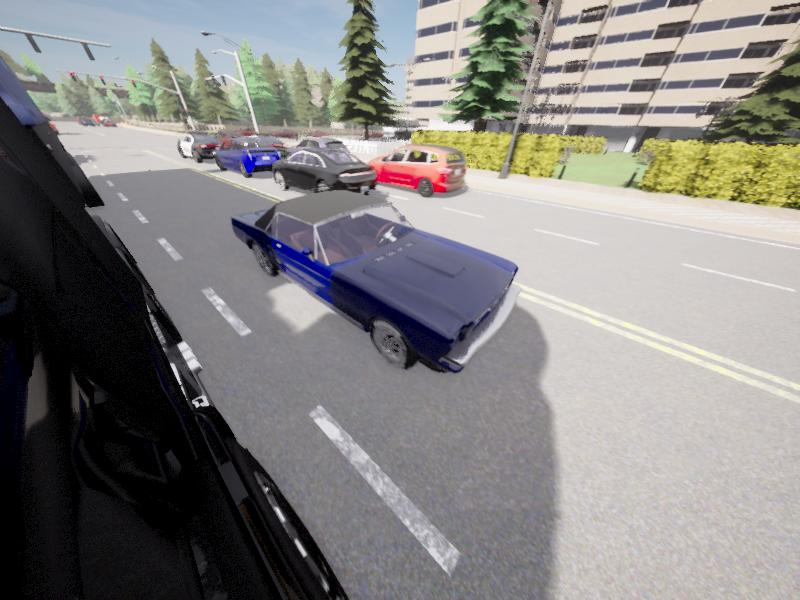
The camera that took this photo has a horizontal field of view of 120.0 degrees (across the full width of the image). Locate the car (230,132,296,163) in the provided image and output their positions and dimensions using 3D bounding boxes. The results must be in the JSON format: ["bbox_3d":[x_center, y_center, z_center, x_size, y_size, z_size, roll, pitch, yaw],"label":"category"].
[{"bbox_3d":[-10.149,-11.328,17.049,4.974,1.542,2.038,28,44,30],"label":"car"}]

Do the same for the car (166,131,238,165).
[{"bbox_3d":[-13.214,-10.215,15.392,4.974,1.542,2.038,28,44,30],"label":"car"}]

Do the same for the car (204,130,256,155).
[{"bbox_3d":[-14.880,-13.868,20.220,4.514,1.525,2.007,29,44,31],"label":"car"}]

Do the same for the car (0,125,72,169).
[{"bbox_3d":[-20.232,-8.500,12.626,5.238,1.638,1.930,28,43,30],"label":"car"}]

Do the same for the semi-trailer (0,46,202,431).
[{"bbox_3d":[-8.712,-3.566,4.257,14.254,4.402,2.717,28,44,30],"label":"semi-trailer"}]

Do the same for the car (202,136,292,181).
[{"bbox_3d":[-7.871,-7.397,11.888,4.514,1.525,2.007,28,44,30],"label":"car"}]

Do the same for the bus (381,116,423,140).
[{"bbox_3d":[0.642,-40.424,54.449,3.944,4.253,10.273,28,44,30],"label":"bus"}]

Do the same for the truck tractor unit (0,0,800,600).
[{"bbox_3d":[-2.645,-0.295,0.351,6.516,4.208,3.053,28,44,30],"label":"truck tractor unit"}]

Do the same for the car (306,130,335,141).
[{"bbox_3d":[-13.786,-28.529,40.116,4.181,1.385,1.994,-27,45,-33],"label":"car"}]

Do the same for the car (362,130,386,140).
[{"bbox_3d":[-5.421,-35.143,49.233,2.152,1.651,5.027,28,44,30],"label":"car"}]

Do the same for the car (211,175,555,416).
[{"bbox_3d":[-0.693,-0.792,3.579,4.718,1.301,1.895,28,44,30],"label":"car"}]

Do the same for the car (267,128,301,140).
[{"bbox_3d":[-19.806,-28.464,39.651,1.812,1.442,4.674,28,44,30],"label":"car"}]

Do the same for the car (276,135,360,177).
[{"bbox_3d":[-4.825,-8.561,13.528,4.856,1.649,2.033,28,44,30],"label":"car"}]

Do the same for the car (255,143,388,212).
[{"bbox_3d":[-2.996,-4.822,8.695,4.902,1.511,2.128,28,44,30],"label":"car"}]

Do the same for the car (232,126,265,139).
[{"bbox_3d":[-25.312,-28.061,38.683,1.851,1.617,3.988,30,45,32],"label":"car"}]

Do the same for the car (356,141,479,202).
[{"bbox_3d":[0.561,-5.743,9.987,4.611,1.667,2.242,28,44,30],"label":"car"}]

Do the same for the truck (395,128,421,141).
[{"bbox_3d":[1.879,-37.140,51.901,2.390,2.098,6.274,29,44,31],"label":"truck"}]
